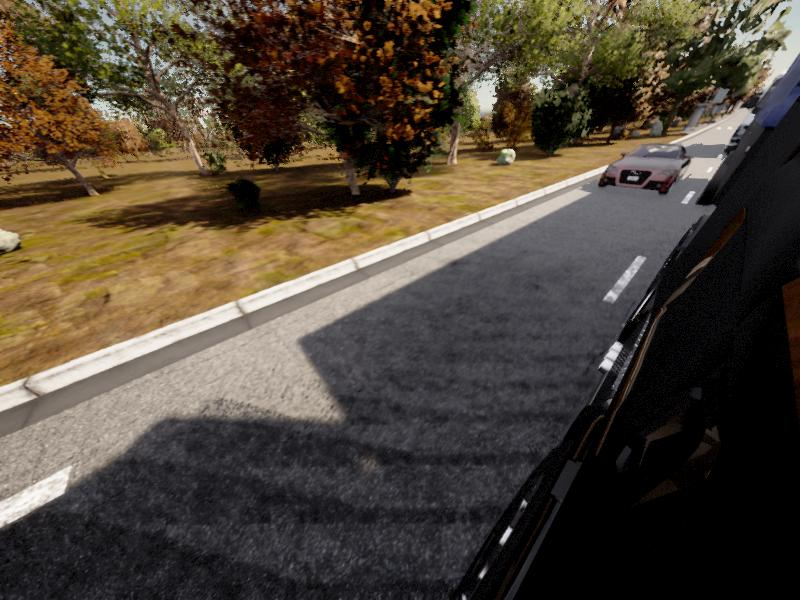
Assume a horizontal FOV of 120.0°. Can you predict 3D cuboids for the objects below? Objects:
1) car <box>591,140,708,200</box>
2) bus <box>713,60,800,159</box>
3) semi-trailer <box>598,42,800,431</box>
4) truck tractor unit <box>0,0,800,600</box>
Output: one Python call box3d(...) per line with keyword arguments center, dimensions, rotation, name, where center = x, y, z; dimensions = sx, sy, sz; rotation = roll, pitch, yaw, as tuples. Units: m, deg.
box3d(center=(9.410, -5.070, 8.716), dimensions=(4.181, 1.385, 1.994), rotation=(-28, 44, -30), name="car")
box3d(center=(25.469, -12.288, 15.082), dimensions=(10.273, 4.253, 3.944), rotation=(-28, 44, -30), name="bus")
box3d(center=(8.699, -3.594, 4.241), dimensions=(14.254, 4.402, 2.717), rotation=(-28, 44, -30), name="semi-trailer")
box3d(center=(2.645, -0.295, 0.351), dimensions=(6.516, 4.208, 3.053), rotation=(-28, 44, -30), name="truck tractor unit")
